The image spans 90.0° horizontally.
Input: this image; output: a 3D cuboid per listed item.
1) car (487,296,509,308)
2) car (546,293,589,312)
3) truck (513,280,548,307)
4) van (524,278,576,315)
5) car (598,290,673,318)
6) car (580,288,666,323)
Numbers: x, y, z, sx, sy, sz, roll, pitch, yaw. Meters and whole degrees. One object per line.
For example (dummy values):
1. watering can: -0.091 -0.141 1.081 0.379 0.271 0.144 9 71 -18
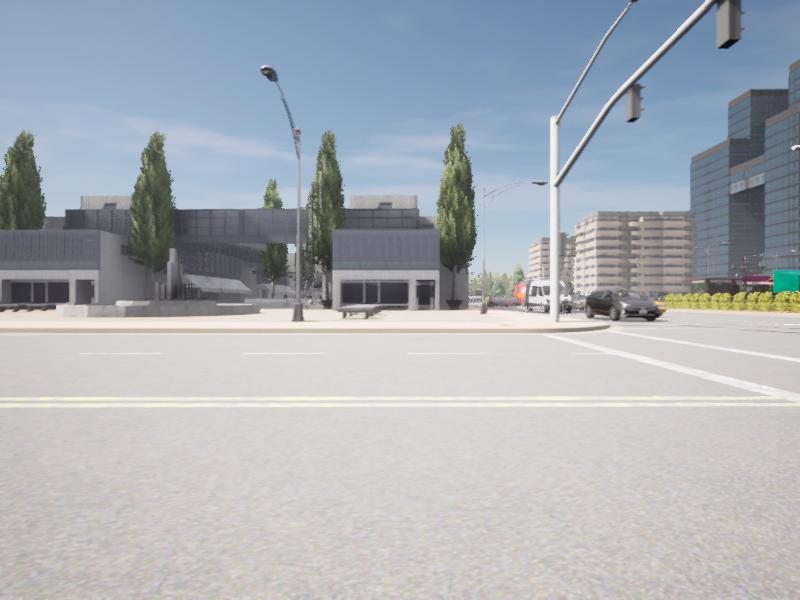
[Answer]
1. car: 12.226 0.287 50.301 1.812 1.442 4.674 0 0 2
2. car: 15.151 0.223 36.523 1.801 1.575 5.366 0 0 2
3. truck: 19.718 -0.891 61.078 2.891 3.827 8.468 0 0 2
4. van: 11.407 -0.262 30.890 1.988 2.561 5.915 0 0 2
5. car: 14.719 0.223 25.441 1.801 1.575 5.366 0 0 3
6. car: 10.986 0.244 20.145 2.007 1.525 4.514 0 0 3
